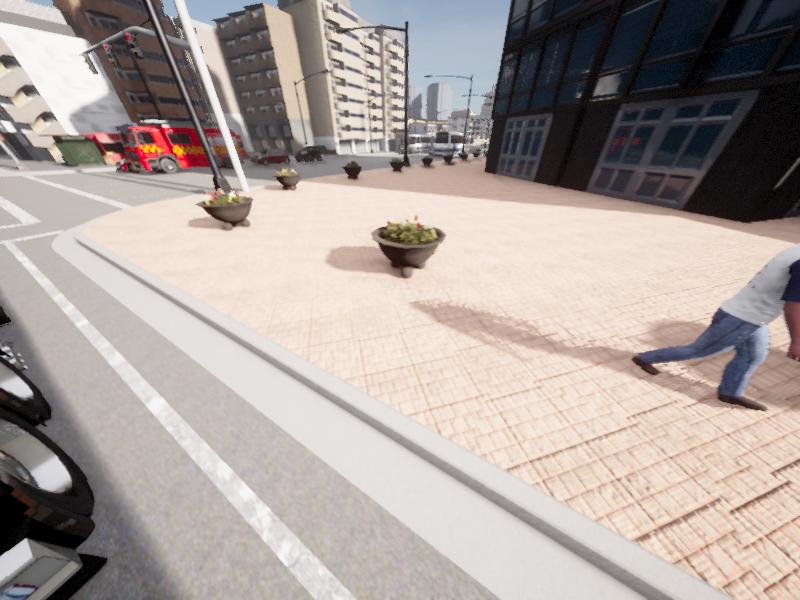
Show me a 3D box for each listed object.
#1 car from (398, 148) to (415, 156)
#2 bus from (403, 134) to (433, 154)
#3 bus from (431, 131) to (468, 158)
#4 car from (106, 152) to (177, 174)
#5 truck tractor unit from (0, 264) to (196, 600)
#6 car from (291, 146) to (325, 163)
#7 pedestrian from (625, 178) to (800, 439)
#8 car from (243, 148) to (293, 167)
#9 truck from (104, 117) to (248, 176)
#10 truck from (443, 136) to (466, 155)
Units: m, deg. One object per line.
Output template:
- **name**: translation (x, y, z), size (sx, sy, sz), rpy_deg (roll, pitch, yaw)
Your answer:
- **car**: translation (1.527, -34.484, 53.693), size (1.994, 1.385, 4.181), rpy_deg (18, 38, 24)
- **bus**: translation (5.101, -43.095, 63.735), size (3.944, 4.253, 10.273), rpy_deg (18, 38, 24)
- **bus**: translation (10.437, -32.680, 48.477), size (3.944, 4.253, 10.273), rpy_deg (18, 38, 24)
- **car**: translation (-24.280, -13.023, 21.868), size (1.970, 1.475, 3.806), rpy_deg (18, 38, 24)
- **truck tractor unit**: translation (-5.110, -0.300, 0.790), size (6.516, 4.208, 3.053), rpy_deg (18, 39, 24)
- **car**: translation (-12.859, -20.550, 32.592), size (1.905, 1.878, 3.866), rpy_deg (17, 38, 24)
- **pedestrian**: translation (2.931, 0.125, 1.874), size (0.751, 1.860, 0.751), rpy_deg (-23, 41, -29)
- **car**: translation (-15.892, -17.473, 28.126), size (2.097, 1.767, 4.553), rpy_deg (18, 38, 24)
- **truck**: translation (-19.932, -14.333, 21.705), size (2.891, 3.827, 8.468), rpy_deg (18, 38, 24)
- **truck**: translation (14.177, -40.081, 59.680), size (2.891, 3.827, 8.468), rpy_deg (18, 39, 24)
